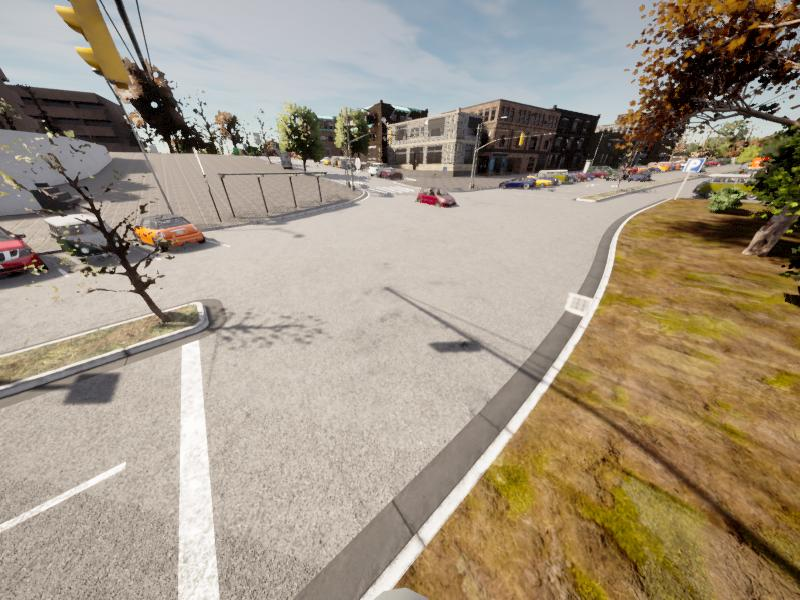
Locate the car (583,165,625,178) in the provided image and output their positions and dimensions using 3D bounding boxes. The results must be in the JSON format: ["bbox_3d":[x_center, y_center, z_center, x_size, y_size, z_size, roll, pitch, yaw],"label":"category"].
[{"bbox_3d":[39.365,-24.796,44.732,5.566,2.045,2.435,20,37,33],"label":"car"}]

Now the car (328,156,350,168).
[{"bbox_3d":[-12.791,-29.317,49.059,1.878,1.987,4.442,21,37,23],"label":"car"}]

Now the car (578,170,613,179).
[{"bbox_3d":[36.781,-23.674,43.552,4.674,1.452,2.002,20,37,33],"label":"car"}]

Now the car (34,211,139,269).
[{"bbox_3d":[-16.054,-3.211,11.856,4.442,1.987,1.878,15,34,27],"label":"car"}]

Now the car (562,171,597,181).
[{"bbox_3d":[31.680,-21.906,40.851,4.674,1.452,2.002,19,36,32],"label":"car"}]

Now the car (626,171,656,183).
[{"bbox_3d":[37.735,-19.301,36.169,4.193,1.474,1.816,-19,35,-27],"label":"car"}]

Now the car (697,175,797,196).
[{"bbox_3d":[35.730,-12.037,24.127,5.366,1.575,1.946,21,37,31],"label":"car"}]

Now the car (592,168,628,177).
[{"bbox_3d":[41.921,-25.455,46.197,5.008,1.535,2.097,20,37,33],"label":"car"}]

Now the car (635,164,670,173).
[{"bbox_3d":[60.044,-31.365,55.174,5.366,1.575,1.946,22,38,35],"label":"car"}]

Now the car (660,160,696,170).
[{"bbox_3d":[73.317,-35.569,61.045,5.566,2.045,2.435,22,38,36],"label":"car"}]

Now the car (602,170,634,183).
[{"bbox_3d":[36.287,-20.605,38.459,4.902,1.511,2.128,-19,35,-27],"label":"car"}]

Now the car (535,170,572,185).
[{"bbox_3d":[24.186,-19.390,36.497,4.442,1.987,1.878,19,36,31],"label":"car"}]

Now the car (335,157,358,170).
[{"bbox_3d":[-10.866,-27.919,47.185,1.878,1.987,4.442,21,37,23],"label":"car"}]

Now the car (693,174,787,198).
[{"bbox_3d":[33.092,-11.306,22.797,4.553,1.767,2.185,20,37,31],"label":"car"}]

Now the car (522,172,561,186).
[{"bbox_3d":[21.562,-18.424,35.211,4.553,1.767,2.185,19,36,31],"label":"car"}]

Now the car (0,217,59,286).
[{"bbox_3d":[-18.453,-2.226,10.271,5.566,2.045,2.435,15,34,27],"label":"car"}]

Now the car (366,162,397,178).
[{"bbox_3d":[-3.124,-22.424,39.795,2.435,2.045,5.566,21,37,23],"label":"car"}]

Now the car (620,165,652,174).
[{"bbox_3d":[52.328,-28.939,51.258,4.553,1.767,2.185,21,38,34],"label":"car"}]

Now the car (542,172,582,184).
[{"bbox_3d":[26.611,-20.140,38.075,4.892,1.521,2.231,19,36,32],"label":"car"}]

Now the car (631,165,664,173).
[{"bbox_3d":[57.558,-30.497,53.847,5.008,1.535,2.097,22,37,35],"label":"car"}]

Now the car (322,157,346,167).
[{"bbox_3d":[-14.577,-30.665,51.280,1.946,1.575,5.366,21,37,23],"label":"car"}]

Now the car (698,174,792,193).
[{"bbox_3d":[37.900,-13.039,25.682,5.366,1.575,1.946,21,38,31],"label":"car"}]

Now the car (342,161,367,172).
[{"bbox_3d":[-8.914,-26.385,45.522,2.231,1.521,4.892,21,37,23],"label":"car"}]

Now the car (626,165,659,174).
[{"bbox_3d":[54.944,-29.664,52.587,4.892,1.521,2.231,22,38,35],"label":"car"}]

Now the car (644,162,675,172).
[{"bbox_3d":[62.903,-32.281,56.119,4.442,1.987,1.878,22,38,35],"label":"car"}]

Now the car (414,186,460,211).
[{"bbox_3d":[3.223,-9.212,20.801,1.851,1.617,3.988,-17,34,-27],"label":"car"}]

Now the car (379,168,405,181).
[{"bbox_3d":[-1.231,-20.775,38.067,2.002,1.452,4.674,21,37,23],"label":"car"}]

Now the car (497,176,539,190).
[{"bbox_3d":[16.543,-16.502,32.563,4.792,1.488,2.163,18,36,31],"label":"car"}]

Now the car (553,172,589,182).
[{"bbox_3d":[29.144,-21.005,39.471,4.674,1.452,2.002,19,37,32],"label":"car"}]

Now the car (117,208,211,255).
[{"bbox_3d":[-13.789,-4.164,13.541,4.553,1.767,2.185,15,35,27],"label":"car"}]

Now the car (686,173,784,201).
[{"bbox_3d":[30.571,-10.506,21.390,4.442,1.987,1.878,20,38,31],"label":"car"}]

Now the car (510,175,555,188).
[{"bbox_3d":[19.246,-17.332,33.735,5.366,1.575,1.946,18,36,31],"label":"car"}]
